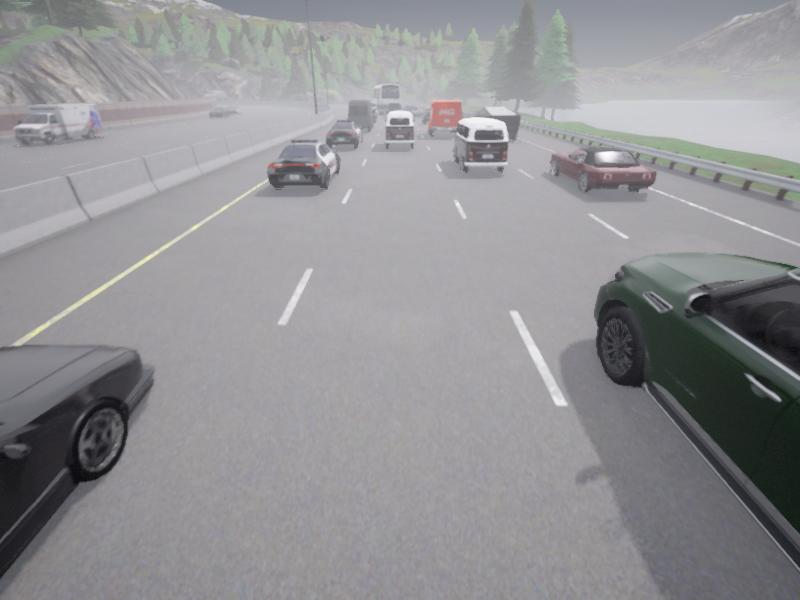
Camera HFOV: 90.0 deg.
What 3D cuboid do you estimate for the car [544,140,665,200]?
[{"bbox_3d":[7.001,-4.817,14.374,1.895,1.301,4.718,0,27,0],"label":"car"}]

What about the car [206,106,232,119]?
[{"bbox_3d":[-25.686,-26.702,56.907,1.882,1.535,5.008,-3,27,-5],"label":"car"}]

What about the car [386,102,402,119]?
[{"bbox_3d":[-0.853,-25.858,54.528,1.905,1.878,3.866,-3,28,-5],"label":"car"}]

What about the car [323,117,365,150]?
[{"bbox_3d":[-3.504,-10.857,25.948,2.038,1.542,4.974,0,27,0],"label":"car"}]

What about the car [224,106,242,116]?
[{"bbox_3d":[-27.432,-31.236,65.950,1.895,1.301,4.718,-6,28,-10],"label":"car"}]

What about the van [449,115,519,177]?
[{"bbox_3d":[3.498,-6.933,17.709,2.069,2.038,4.480,0,28,0],"label":"van"}]

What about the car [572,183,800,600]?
[{"bbox_3d":[3.503,0.816,2.717,2.150,2.045,5.566,0,27,0],"label":"car"}]

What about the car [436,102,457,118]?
[{"bbox_3d":[6.227,-25.721,54.156,1.932,1.855,4.605,-3,26,-4],"label":"car"}]

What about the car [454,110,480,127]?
[{"bbox_3d":[6.948,-19.093,41.978,1.895,1.301,4.718,-1,27,0],"label":"car"}]

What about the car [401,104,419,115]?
[{"bbox_3d":[1.527,-30.219,63.397,2.007,1.525,4.514,-5,28,-9],"label":"car"}]

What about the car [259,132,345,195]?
[{"bbox_3d":[-3.500,-5.386,15.377,2.038,1.542,4.974,0,28,0],"label":"car"}]

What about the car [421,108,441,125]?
[{"bbox_3d":[3.377,-20.327,44.222,1.816,1.474,4.193,-1,27,-1],"label":"car"}]

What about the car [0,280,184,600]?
[{"bbox_3d":[-3.493,1.672,1.874,2.033,1.411,5.357,0,27,0],"label":"car"}]

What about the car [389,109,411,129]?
[{"bbox_3d":[-0.036,-18.297,40.308,2.128,1.511,4.902,-1,27,0],"label":"car"}]

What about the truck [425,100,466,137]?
[{"bbox_3d":[3.487,-14.519,31.887,2.627,2.467,5.204,0,27,0],"label":"truck"}]

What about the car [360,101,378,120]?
[{"bbox_3d":[-4.167,-25.328,53.380,2.150,2.045,5.566,-3,28,-5],"label":"car"}]

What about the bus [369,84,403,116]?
[{"bbox_3d":[-2.350,-32.062,63.964,3.944,4.253,10.273,-5,28,-9],"label":"bus"}]

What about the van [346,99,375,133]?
[{"bbox_3d":[-3.505,-16.927,36.592,1.988,2.561,5.915,0,27,0],"label":"van"}]

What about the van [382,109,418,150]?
[{"bbox_3d":[-0.005,-10.848,25.326,2.069,2.038,4.480,0,27,0],"label":"van"}]

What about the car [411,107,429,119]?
[{"bbox_3d":[2.671,-25.655,54.730,1.895,1.301,4.718,-3,27,-5],"label":"car"}]

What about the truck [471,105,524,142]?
[{"bbox_3d":[6.993,-13.138,29.590,2.390,2.098,6.274,0,28,0],"label":"truck"}]

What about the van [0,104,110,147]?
[{"bbox_3d":[-24.510,-12.695,28.836,2.351,2.431,6.366,0,27,0],"label":"van"}]
